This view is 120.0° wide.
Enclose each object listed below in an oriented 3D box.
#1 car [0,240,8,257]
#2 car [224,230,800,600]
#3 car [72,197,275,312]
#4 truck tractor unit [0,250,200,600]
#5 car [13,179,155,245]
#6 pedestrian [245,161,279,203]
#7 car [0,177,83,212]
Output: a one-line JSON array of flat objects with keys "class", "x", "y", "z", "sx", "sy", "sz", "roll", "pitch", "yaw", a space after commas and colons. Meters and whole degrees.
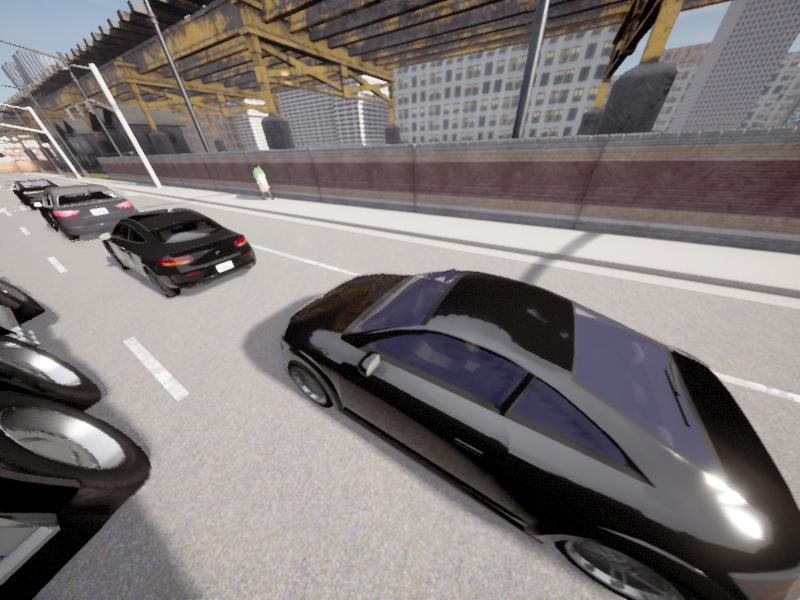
[{"class": "car", "x": -15.220, "y": -2.163, "z": 7.321, "sx": 4.792, "sy": 1.488, "sz": 2.163, "roll": 17, "pitch": 39, "yaw": 27}, {"class": "car", "x": 0.563, "y": 0.493, "z": 2.448, "sx": 4.181, "sy": 1.385, "sz": 1.994, "roll": 17, "pitch": 39, "yaw": 27}, {"class": "car", "x": -5.529, "y": -1.426, "z": 5.635, "sx": 4.674, "sy": 1.442, "sz": 1.812, "roll": 17, "pitch": 38, "yaw": 27}, {"class": "truck tractor unit", "x": -5.276, "y": -0.087, "z": 0.754, "sx": 6.516, "sy": 4.208, "sz": 3.053, "roll": 15, "pitch": 52, "yaw": 27}, {"class": "car", "x": -12.730, "y": -3.749, "z": 9.363, "sx": 4.611, "sy": 1.667, "sz": 2.242, "roll": 17, "pitch": 39, "yaw": 27}, {"class": "pedestrian", "x": -7.323, "y": -6.300, "z": 12.337, "sx": 0.751, "sy": 1.860, "sz": 0.751, "roll": 17, "pitch": 39, "yaw": 27}, {"class": "car", "x": -23.233, "y": -6.936, "z": 14.935, "sx": 4.902, "sy": 1.511, "sz": 2.128, "roll": 17, "pitch": 38, "yaw": 27}]
